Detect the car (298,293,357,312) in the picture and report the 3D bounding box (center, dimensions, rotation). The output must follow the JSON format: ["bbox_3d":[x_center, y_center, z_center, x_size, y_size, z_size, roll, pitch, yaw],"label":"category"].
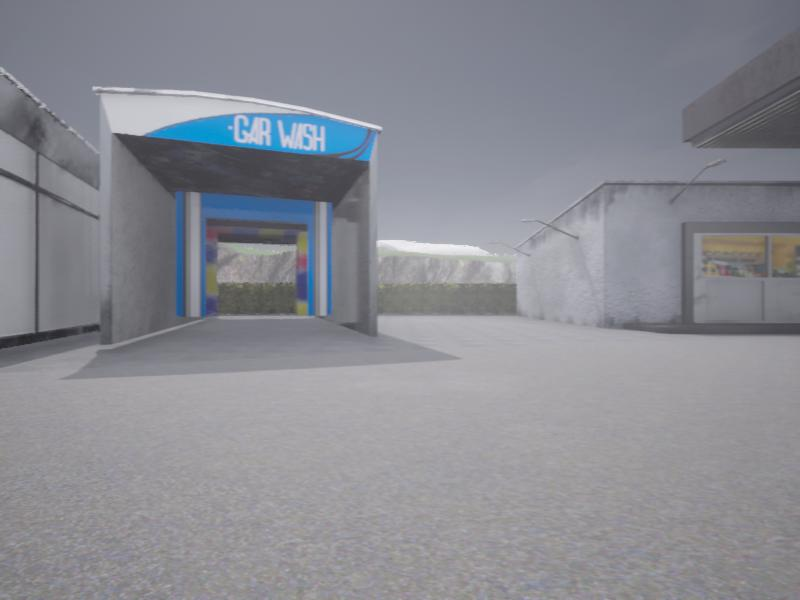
[{"bbox_3d":[-5.853,0.227,32.730,4.514,1.525,2.007,0,0,-1],"label":"car"}]

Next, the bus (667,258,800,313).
[{"bbox_3d":[28.370,-1.127,32.779,10.273,4.253,3.944,0,0,0],"label":"bus"}]
